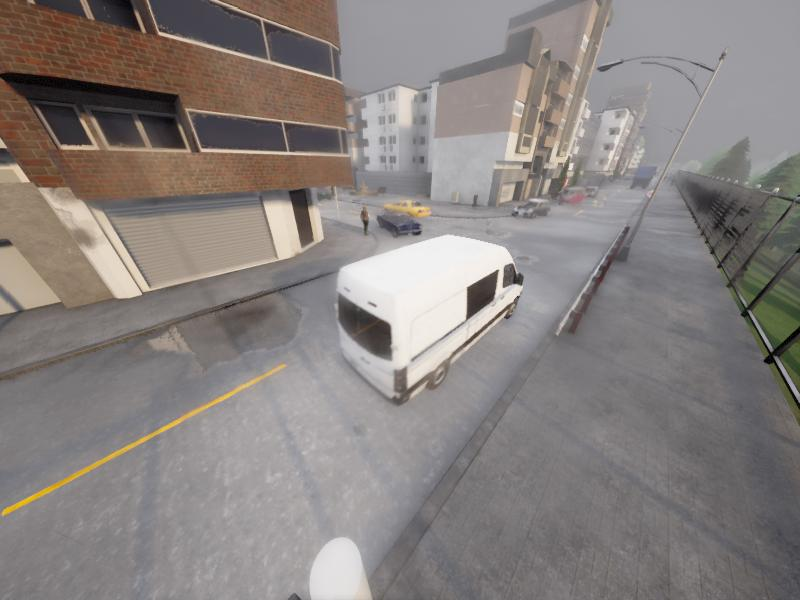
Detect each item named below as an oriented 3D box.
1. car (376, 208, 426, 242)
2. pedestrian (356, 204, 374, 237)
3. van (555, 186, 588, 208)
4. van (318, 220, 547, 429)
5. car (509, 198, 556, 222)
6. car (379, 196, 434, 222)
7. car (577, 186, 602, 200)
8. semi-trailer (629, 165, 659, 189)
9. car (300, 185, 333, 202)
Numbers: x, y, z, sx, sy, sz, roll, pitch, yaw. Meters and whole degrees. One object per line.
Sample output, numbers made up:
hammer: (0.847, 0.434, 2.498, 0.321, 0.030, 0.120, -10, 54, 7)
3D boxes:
car: (-0.112, -5.491, 16.418, 1.895, 1.301, 4.718, -11, 32, -18)
pedestrian: (-2.244, -5.141, 14.973, 0.751, 1.860, 0.751, 24, 38, 36)
van: (20.565, -12.357, 27.633, 1.775, 1.987, 4.442, 27, 39, 38)
van: (1.341, -0.182, 5.948, 5.915, 2.561, 1.988, -27, 39, -38)
car: (12.184, -8.377, 21.247, 3.806, 1.475, 1.970, -20, 35, -31)
car: (0.458, -8.703, 21.745, 5.366, 1.575, 1.801, 27, 39, 38)
car: (28.248, -15.979, 34.414, 3.806, 1.475, 1.970, -27, 39, -38)
semi-trailer: (55.397, -27.994, 52.281, 14.254, 4.402, 2.717, -26, 39, -38)
car: (-11.649, -14.855, 32.155, 4.553, 1.767, 2.097, 27, 39, 38)
